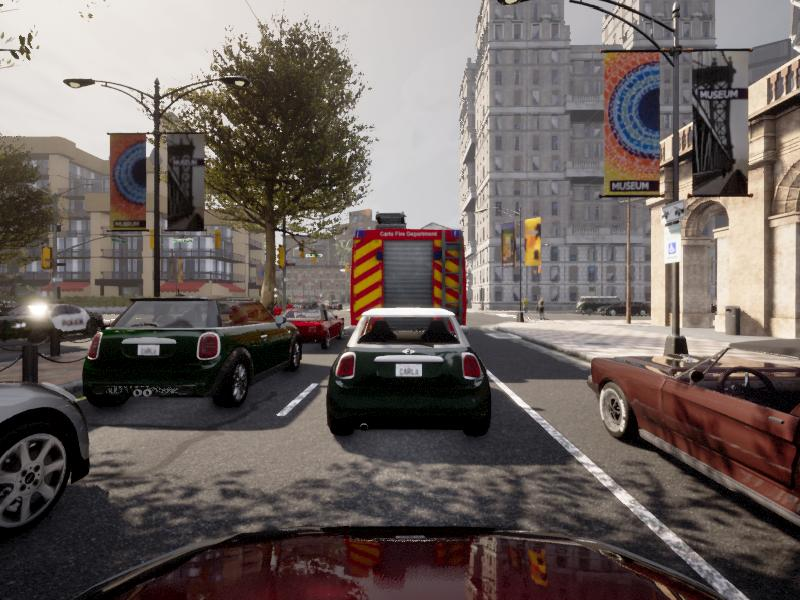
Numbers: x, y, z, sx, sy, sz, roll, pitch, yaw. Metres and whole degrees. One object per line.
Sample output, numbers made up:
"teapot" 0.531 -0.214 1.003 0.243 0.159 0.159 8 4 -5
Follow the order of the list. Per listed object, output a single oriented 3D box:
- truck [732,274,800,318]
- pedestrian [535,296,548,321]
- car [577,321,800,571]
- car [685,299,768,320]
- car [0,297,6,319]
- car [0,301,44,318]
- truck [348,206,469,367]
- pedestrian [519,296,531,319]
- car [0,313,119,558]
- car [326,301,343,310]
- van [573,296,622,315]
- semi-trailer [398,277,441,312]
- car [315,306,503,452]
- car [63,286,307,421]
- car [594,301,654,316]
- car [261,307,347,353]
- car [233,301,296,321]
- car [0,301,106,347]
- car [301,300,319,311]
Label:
"truck" 35.311 -0.321 35.977 8.468 3.827 2.891 0 0 1
"pedestrian" 10.894 0.637 30.773 0.751 1.860 0.751 0 0 4
"car" 3.308 0.938 3.058 1.895 1.301 4.718 0 0 1
"car" 26.558 0.771 32.664 5.238 1.638 1.930 0 0 1
"car" -35.822 0.644 33.531 3.866 1.878 1.905 0 0 2
"car" -36.242 0.844 37.052 4.892 1.490 1.837 0 0 1
"truck" 0.274 -0.321 13.781 2.891 3.827 8.468 0 0 1
"pedestrian" 10.373 0.637 33.161 0.751 1.860 0.751 0 0 -2
"car" -3.473 0.853 1.600 1.970 1.475 3.806 0 0 1
"car" -10.261 0.853 63.188 1.970 1.475 3.806 0 0 1
"van" 21.300 0.599 43.240 4.442 1.987 1.775 0 0 1
"semi-trailer" 2.403 -0.618 57.545 2.717 4.402 14.254 0 0 -12
"car" 0.119 0.853 6.110 1.970 1.475 3.806 0 0 1
"car" -3.355 0.694 7.527 2.097 1.767 4.553 0 0 1
"car" 22.181 0.844 39.726 4.892 1.490 1.837 0 0 1
"car" -3.218 0.944 14.445 1.895 1.301 4.718 0 0 1
"car" -11.070 0.829 32.973 2.007 1.525 4.514 0 0 43
"car" -14.328 0.825 16.005 2.038 1.542 4.974 0 0 -8
"car" -13.798 0.815 61.323 1.789 1.549 3.705 0 0 1
